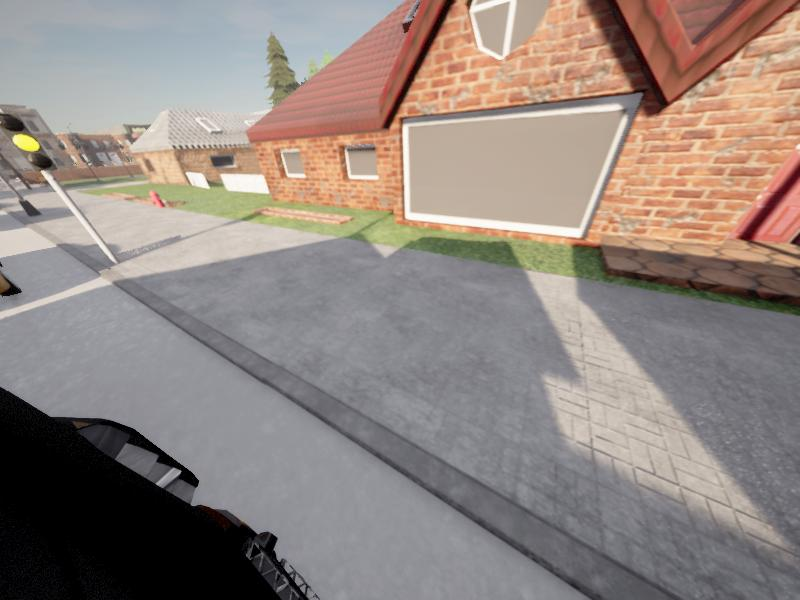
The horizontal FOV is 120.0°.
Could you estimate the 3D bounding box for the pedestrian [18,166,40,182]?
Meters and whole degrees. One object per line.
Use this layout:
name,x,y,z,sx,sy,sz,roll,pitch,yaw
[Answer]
pedestrian,-52.271,-17.737,32.559,0.751,1.860,0.751,16,38,26

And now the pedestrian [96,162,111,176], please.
pedestrian,-48.344,-21.363,37.683,0.751,1.860,0.751,22,41,33

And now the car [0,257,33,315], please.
car,-9.493,-0.688,4.298,5.008,1.535,1.882,16,38,26

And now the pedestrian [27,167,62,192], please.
pedestrian,-30.502,-10.344,19.831,0.751,1.860,0.751,17,39,27

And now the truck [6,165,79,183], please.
truck,-59.947,-21.348,38.960,2.390,2.098,6.274,16,38,26

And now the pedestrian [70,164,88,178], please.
pedestrian,-48.596,-19.544,34.980,0.751,1.860,0.751,15,38,25

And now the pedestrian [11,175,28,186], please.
pedestrian,-44.198,-13.886,26.849,0.500,1.100,0.500,14,37,24
